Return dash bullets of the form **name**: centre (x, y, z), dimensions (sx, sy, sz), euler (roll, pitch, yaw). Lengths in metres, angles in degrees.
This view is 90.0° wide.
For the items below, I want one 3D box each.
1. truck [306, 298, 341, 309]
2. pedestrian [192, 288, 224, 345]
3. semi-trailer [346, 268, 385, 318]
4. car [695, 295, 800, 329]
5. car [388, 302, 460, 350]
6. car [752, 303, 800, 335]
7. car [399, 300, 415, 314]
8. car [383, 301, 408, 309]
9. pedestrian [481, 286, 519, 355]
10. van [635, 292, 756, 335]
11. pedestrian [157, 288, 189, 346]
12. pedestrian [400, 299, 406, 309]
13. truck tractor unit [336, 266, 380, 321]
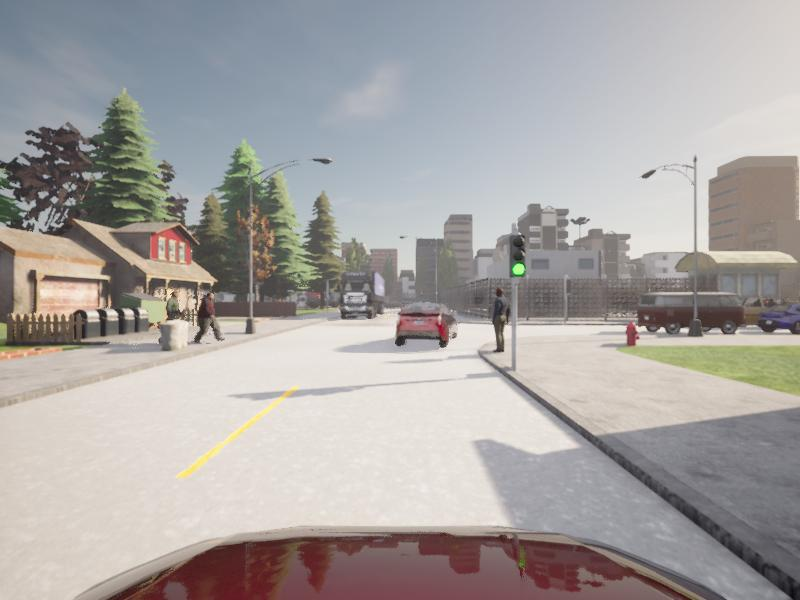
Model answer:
- **truck**: centre (-14.644, 0.590, 77.080), dimensions (6.274, 2.098, 2.390), euler (0, 0, 1)
- **pedestrian**: centre (-6.459, 0.542, 13.511), dimensions (0.751, 1.860, 0.751), euler (0, 0, -3)
- **semi-trailer**: centre (-3.290, -0.593, 42.288), dimensions (2.717, 4.402, 14.254), euler (0, 0, 1)
- **car**: centre (19.853, 0.667, 22.811), dimensions (4.605, 1.855, 1.932), euler (0, 0, 3)
- **car**: centre (1.095, 0.838, 15.165), dimensions (2.007, 1.525, 4.514), euler (0, 0, 13)
- **car**: centre (19.571, 0.866, 18.950), dimensions (4.193, 1.474, 1.816), euler (0, 0, 1)
- **car**: centre (0.854, 0.819, 49.911), dimensions (1.851, 1.617, 3.988), euler (0, 0, 1)
- **car**: centre (-0.836, 0.917, 76.861), dimensions (4.674, 1.442, 1.812), euler (0, 0, 1)
- **pedestrian**: centre (2.814, 0.541, 11.291), dimensions (0.751, 1.860, 0.751), euler (0, 0, -28)
- **van**: centre (13.899, 0.611, 19.021), dimensions (4.442, 1.987, 1.775), euler (0, 0, 0)
- **pedestrian**: centre (-7.572, 0.541, 13.357), dimensions (0.751, 1.860, 0.751), euler (0, 0, -13)
- **pedestrian**: centre (0.514, 0.680, 69.094), dimensions (0.751, 1.860, 0.751), euler (0, 0, -26)
- **truck tractor unit**: centre (-3.433, -0.497, 34.372), dimensions (3.053, 4.208, 6.516), euler (0, 0, 1)
